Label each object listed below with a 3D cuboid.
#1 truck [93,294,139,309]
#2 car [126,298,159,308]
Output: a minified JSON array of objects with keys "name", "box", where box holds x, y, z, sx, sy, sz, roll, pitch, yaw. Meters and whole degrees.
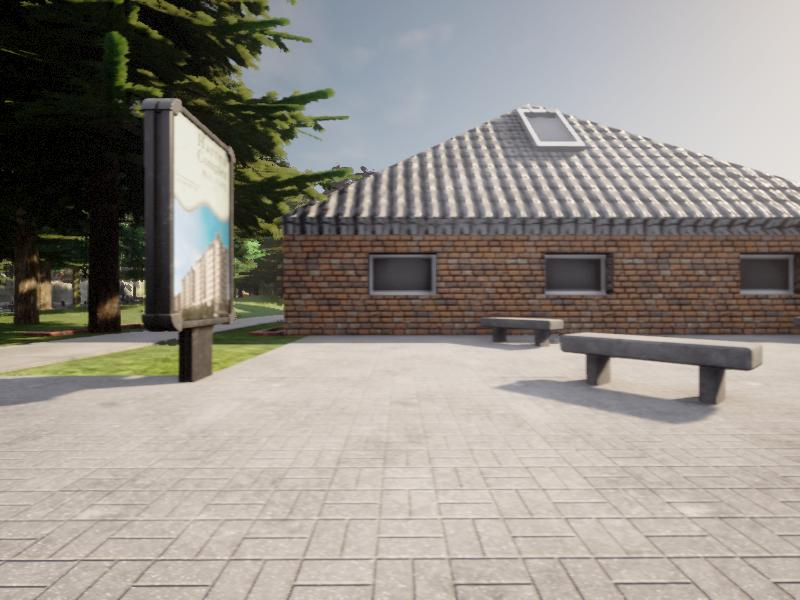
[{"name":"truck","box":[-41.559,0.208,58.815,2.390,2.098,6.274,0,0,0]},{"name":"car","box":[-37.555,0.434,58.468,1.812,1.442,4.674,0,0,0]}]
